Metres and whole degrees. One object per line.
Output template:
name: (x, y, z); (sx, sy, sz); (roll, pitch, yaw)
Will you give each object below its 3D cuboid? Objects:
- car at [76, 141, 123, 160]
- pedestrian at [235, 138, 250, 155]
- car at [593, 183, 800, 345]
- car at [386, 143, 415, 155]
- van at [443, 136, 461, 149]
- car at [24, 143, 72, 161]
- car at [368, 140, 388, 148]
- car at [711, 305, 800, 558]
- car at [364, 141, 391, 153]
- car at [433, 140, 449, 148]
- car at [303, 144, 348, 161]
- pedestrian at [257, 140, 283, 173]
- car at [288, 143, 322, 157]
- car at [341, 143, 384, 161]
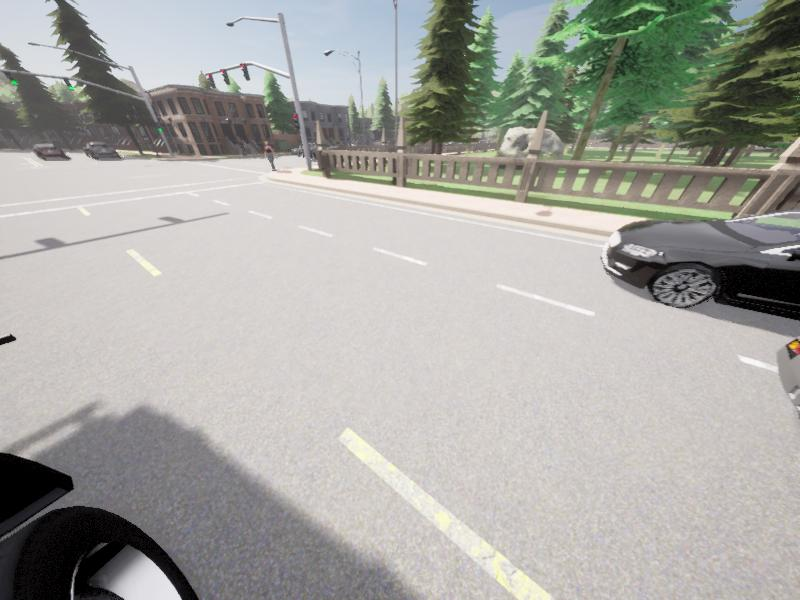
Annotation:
car: (-35.047, -17.464, 26.967); (4.611, 1.667, 2.242); (22, 41, 27)
pedestrian: (-21.016, -20.473, 30.876); (0.751, 1.860, 0.751); (12, 37, 15)
car: (6.098, -0.461, 3.299); (4.902, 1.511, 2.128); (21, 40, 27)
car: (0.204, -24.912, 38.053); (2.033, 1.411, 5.357); (22, 41, 28)
van: (12.987, -39.402, 57.684); (1.988, 2.561, 5.915); (22, 41, 28)
car: (-40.424, -17.064, 26.522); (4.792, 1.488, 2.163); (21, 40, 27)
car: (-5.642, -40.473, 59.801); (4.856, 1.649, 2.033); (24, 41, 29)
car: (4.948, 1.337, 0.419); (4.605, 1.855, 1.932); (21, 40, 28)
car: (-4.083, -28.523, 42.981); (1.801, 1.575, 5.366); (22, 41, 28)
car: (10.716, -40.672, 60.280); (2.033, 1.649, 4.856); (22, 41, 28)
car: (-8.735, -17.634, 27.567); (1.837, 1.490, 4.892); (22, 40, 28)
pedestrian: (-8.919, -9.846, 15.891); (0.751, 1.860, 0.751); (8, 36, 11)
car: (-13.192, -21.007, 32.334); (1.970, 1.475, 3.806); (22, 41, 28)
car: (-4.369, -17.755, 27.646); (1.930, 1.638, 5.238); (22, 40, 28)
